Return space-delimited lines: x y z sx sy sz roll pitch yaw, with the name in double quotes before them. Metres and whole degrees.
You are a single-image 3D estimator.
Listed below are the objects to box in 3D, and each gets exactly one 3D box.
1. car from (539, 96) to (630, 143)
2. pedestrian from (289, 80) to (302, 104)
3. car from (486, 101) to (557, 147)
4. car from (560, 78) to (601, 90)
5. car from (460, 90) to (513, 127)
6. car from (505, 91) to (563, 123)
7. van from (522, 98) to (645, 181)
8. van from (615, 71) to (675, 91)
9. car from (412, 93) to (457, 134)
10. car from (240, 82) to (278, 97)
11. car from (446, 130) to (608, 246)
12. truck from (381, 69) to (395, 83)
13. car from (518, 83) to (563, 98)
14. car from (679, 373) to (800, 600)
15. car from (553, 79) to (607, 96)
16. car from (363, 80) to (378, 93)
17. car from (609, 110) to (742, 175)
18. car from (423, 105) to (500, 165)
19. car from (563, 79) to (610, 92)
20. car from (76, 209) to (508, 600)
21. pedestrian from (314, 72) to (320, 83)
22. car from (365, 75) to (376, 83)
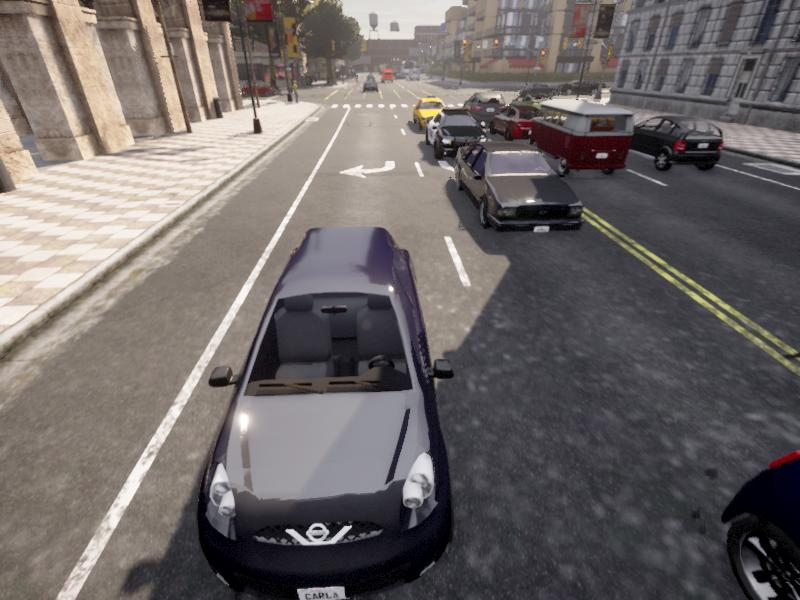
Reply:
"car" 8.977 -9.180 20.098 1.801 1.575 5.366 -2 30 -3
"pedestrian" -9.076 -18.161 34.896 0.751 1.860 0.751 -1 30 -1
"car" 5.554 -8.394 18.872 1.816 1.474 4.193 -2 30 -3
"car" 25.988 -31.210 57.801 4.792 1.488 2.163 -2 30 -3
"car" 5.137 -11.805 24.511 2.242 1.667 4.611 0 30 0
"car" 8.554 -12.617 26.030 2.007 1.525 4.514 -2 30 -3
"van" 5.871 -5.599 13.586 1.775 1.987 4.442 -2 30 -3
"van" 33.490 -30.075 54.895 6.366 2.431 2.351 -2 30 -3
"car" 1.786 -10.650 22.638 1.801 1.575 5.366 -2 30 -3
"car" -16.101 -24.151 45.840 3.633 1.501 1.845 -2 30 -3
"car" 2.590 -3.046 9.820 2.033 1.411 5.357 -2 30 -3
"truck" -2.565 -46.520 83.105 2.627 2.467 5.204 -2 30 -3
"car" 15.523 -23.262 44.361 4.181 1.385 1.994 -2 30 -3
"car" 3.130 1.957 1.129 1.845 1.501 3.633 -2 30 -2
"car" 21.351 -25.324 47.597 5.238 1.638 1.930 -2 30 -3
"car" -3.931 -28.596 53.534 1.994 1.385 4.181 -2 30 -3
"car" 9.352 -5.622 14.040 1.789 1.549 3.705 -2 30 -2
"car" 2.219 -6.752 16.022 2.038 1.542 4.974 -2 30 -3
"car" 25.452 -29.385 54.769 5.357 1.411 2.033 -2 30 -3
"car" -0.536 0.477 3.673 1.845 1.501 3.633 -2 30 -2
"pedestrian" -16.536 -44.487 79.940 0.751 1.860 0.751 -20 36 -30
"car" -6.093 -46.252 83.681 2.128 1.511 4.902 -2 30 -3
